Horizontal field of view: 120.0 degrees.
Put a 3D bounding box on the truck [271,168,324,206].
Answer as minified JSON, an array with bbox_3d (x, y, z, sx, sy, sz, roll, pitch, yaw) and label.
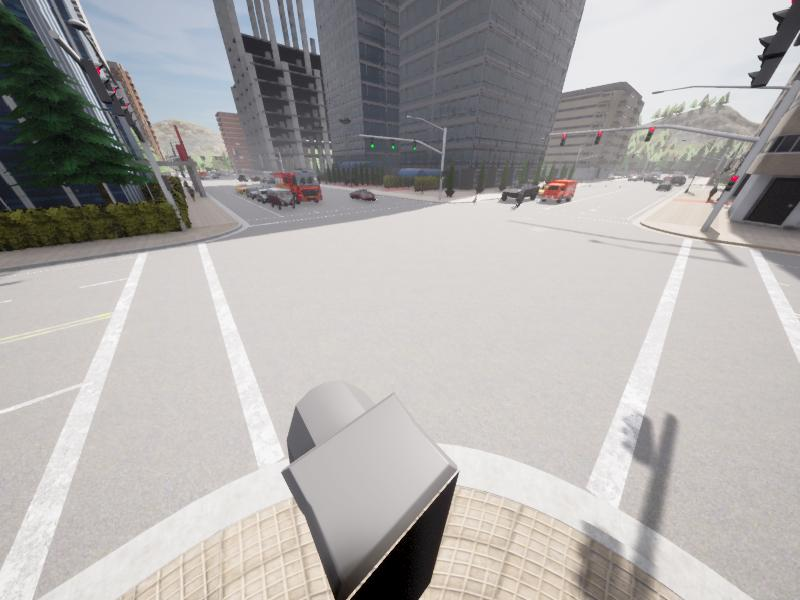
[{"bbox_3d":[-13.322,-14.808,29.830,2.891,3.827,8.468,-23,37,-34],"label":"truck"}]

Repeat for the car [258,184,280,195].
[{"bbox_3d":[-22.751,-19.262,40.000,1.994,1.385,4.181,-23,37,-35],"label":"car"}]

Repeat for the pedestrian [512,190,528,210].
[{"bbox_3d":[12.737,-10.652,24.548,0.751,1.860,0.751,-13,33,-22],"label":"pedestrian"}]

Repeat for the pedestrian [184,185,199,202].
[{"bbox_3d":[-26.138,-13.363,28.937,0.751,1.860,0.751,-23,37,-34],"label":"pedestrian"}]

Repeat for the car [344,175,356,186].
[{"bbox_3d":[-11.925,-28.857,55.608,2.390,2.098,6.274,-5,30,-9],"label":"car"}]

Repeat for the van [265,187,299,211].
[{"bbox_3d":[-13.002,-11.136,25.307,1.775,1.987,4.442,-23,37,-34],"label":"van"}]

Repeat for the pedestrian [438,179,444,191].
[{"bbox_3d":[7.255,-20.325,40.982,0.751,1.860,0.751,-6,31,-11],"label":"pedestrian"}]

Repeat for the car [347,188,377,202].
[{"bbox_3d":[-5.194,-14.381,31.545,1.994,1.385,4.181,-23,37,-34],"label":"car"}]

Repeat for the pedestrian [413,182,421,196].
[{"bbox_3d":[2.589,-16.999,35.235,0.751,1.860,0.751,-21,36,-32],"label":"pedestrian"}]

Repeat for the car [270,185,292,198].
[{"bbox_3d":[-18.233,-16.693,35.389,1.845,1.501,3.633,-23,37,-34],"label":"car"}]

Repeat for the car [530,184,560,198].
[{"bbox_3d":[22.172,-16.671,35.301,5.366,1.575,1.801,-22,37,-33],"label":"car"}]

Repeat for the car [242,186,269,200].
[{"bbox_3d":[-21.288,-15.726,33.851,2.033,1.411,5.357,-23,37,-34],"label":"car"}]

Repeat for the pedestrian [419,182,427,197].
[{"bbox_3d":[3.281,-15.882,33.300,0.751,1.860,0.751,20,36,31],"label":"pedestrian"}]

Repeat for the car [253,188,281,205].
[{"bbox_3d":[-17.092,-13.309,29.581,1.970,1.475,3.806,-23,37,-34],"label":"car"}]

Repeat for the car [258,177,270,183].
[{"bbox_3d":[-38.280,-33.787,65.050,1.970,1.475,3.806,-23,37,-34],"label":"car"}]

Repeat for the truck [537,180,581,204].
[{"bbox_3d":[20.639,-14.160,30.062,5.204,2.467,2.627,-23,37,-34],"label":"truck"}]

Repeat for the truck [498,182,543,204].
[{"bbox_3d":[16.129,-14.403,30.853,6.274,2.098,2.390,-22,37,-33],"label":"truck"}]

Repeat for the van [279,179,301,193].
[{"bbox_3d":[-20.044,-20.793,42.034,1.775,1.987,4.442,-25,38,-36],"label":"van"}]

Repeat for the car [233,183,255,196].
[{"bbox_3d":[-26.296,-18.721,38.894,1.882,1.535,5.008,-23,38,-34],"label":"car"}]

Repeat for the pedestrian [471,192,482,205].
[{"bbox_3d":[9.105,-12.099,27.613,0.751,1.300,0.751,-25,38,-36],"label":"pedestrian"}]
